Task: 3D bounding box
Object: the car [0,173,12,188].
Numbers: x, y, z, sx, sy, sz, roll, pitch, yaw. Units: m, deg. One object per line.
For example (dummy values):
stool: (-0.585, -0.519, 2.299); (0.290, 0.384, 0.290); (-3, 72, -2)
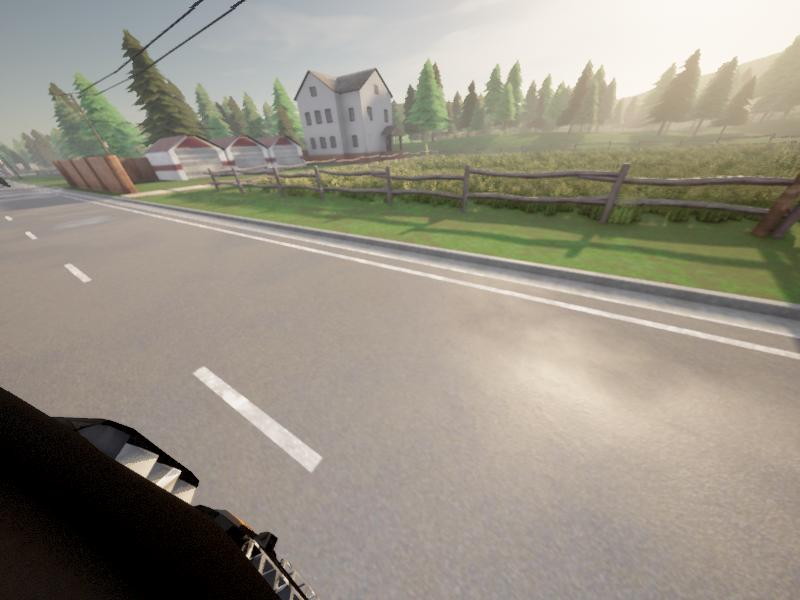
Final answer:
car: (-56.185, -16.491, 31.581); (5.566, 2.045, 2.150); (16, 38, 26)
